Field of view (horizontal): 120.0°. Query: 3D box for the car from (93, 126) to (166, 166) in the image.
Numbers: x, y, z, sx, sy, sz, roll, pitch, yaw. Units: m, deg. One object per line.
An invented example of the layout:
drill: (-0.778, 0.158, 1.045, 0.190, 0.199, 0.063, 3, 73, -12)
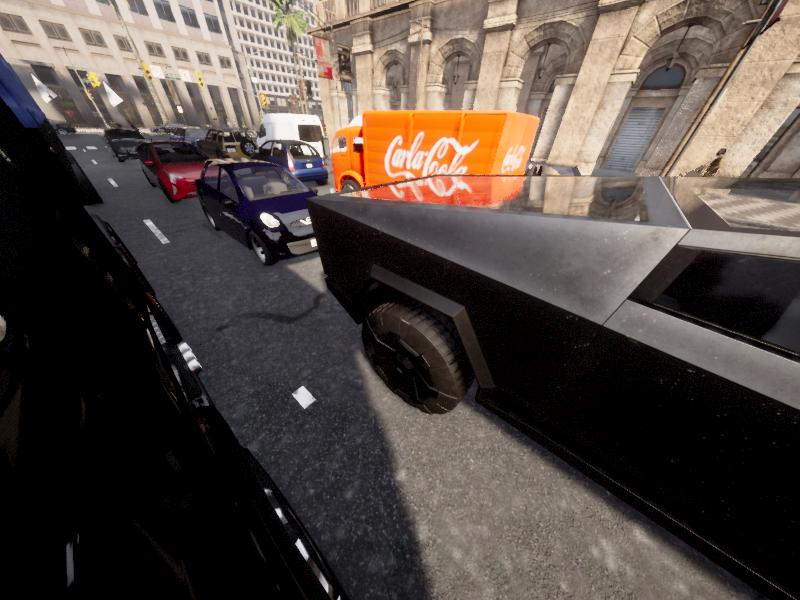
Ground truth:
car: (-16.079, -9.231, 13.707, 4.892, 1.490, 1.837, 30, 45, 30)

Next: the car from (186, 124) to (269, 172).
car: (-9.753, -8.677, 13.051, 4.605, 1.855, 1.932, 28, 44, 30)

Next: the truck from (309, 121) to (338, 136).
truck: (-16.391, -36.851, 49.778, 2.627, 2.467, 5.204, 28, 44, 30)

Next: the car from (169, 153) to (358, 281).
car: (-2.883, -2.078, 4.960, 3.633, 1.501, 1.845, 28, 44, 30)

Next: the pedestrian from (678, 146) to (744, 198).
pedestrian: (13.417, -5.552, 10.058, 0.751, 1.860, 0.751, 24, 42, 26)

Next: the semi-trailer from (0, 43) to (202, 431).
semi-trailer: (-8.694, -3.610, 4.228, 14.254, 4.402, 2.717, 28, 44, 30)

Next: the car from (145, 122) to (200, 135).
car: (-33.246, -25.108, 33.923, 2.033, 1.411, 5.357, 28, 44, 30)

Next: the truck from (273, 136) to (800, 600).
truck: (2.231, 0.433, 1.454, 6.274, 2.098, 2.390, 28, 44, 30)

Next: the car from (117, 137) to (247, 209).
car: (-7.662, -4.660, 8.110, 4.514, 1.525, 2.007, 28, 44, 30)

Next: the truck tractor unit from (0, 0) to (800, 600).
truck tractor unit: (-2.645, -0.295, 0.351, 6.516, 4.208, 3.053, 28, 44, 30)

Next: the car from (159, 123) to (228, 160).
car: (-14.384, -11.116, 16.088, 4.553, 1.767, 2.097, 28, 44, 30)

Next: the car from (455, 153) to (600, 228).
car: (4.038, -3.861, 7.778, 3.633, 1.501, 1.845, 28, 44, 30)

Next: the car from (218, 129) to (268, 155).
car: (-12.781, -12.897, 18.789, 3.633, 1.501, 1.845, 29, 44, 30)

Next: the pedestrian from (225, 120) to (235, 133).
pedestrian: (-30.838, -31.509, 41.941, 0.751, 1.860, 0.751, -6, 38, -12)

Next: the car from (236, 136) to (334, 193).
car: (-4.978, -5.994, 9.994, 3.988, 1.617, 1.851, 28, 44, 30)

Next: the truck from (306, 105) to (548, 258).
truck: (0.346, -3.485, 6.246, 5.204, 2.467, 2.627, 28, 44, 30)

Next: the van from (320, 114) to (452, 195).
van: (-0.890, -6.925, 10.719, 5.915, 2.561, 1.988, 28, 44, 30)

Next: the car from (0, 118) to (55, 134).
car: (-41.990, -19.220, 25.527, 1.994, 1.385, 4.181, 28, 44, 30)

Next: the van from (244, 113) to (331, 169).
van: (-7.283, -10.371, 14.919, 5.915, 2.561, 1.988, 28, 44, 30)

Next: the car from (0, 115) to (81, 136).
car: (-38.501, -18.439, 24.476, 1.930, 1.638, 5.238, 28, 44, 30)

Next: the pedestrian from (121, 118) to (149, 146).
pedestrian: (-22.342, -14.112, 19.492, 0.751, 1.860, 0.751, 32, 46, 33)

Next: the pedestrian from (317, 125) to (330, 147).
pedestrian: (-7.965, -17.117, 24.159, 0.751, 1.860, 0.751, 22, 41, 24)
